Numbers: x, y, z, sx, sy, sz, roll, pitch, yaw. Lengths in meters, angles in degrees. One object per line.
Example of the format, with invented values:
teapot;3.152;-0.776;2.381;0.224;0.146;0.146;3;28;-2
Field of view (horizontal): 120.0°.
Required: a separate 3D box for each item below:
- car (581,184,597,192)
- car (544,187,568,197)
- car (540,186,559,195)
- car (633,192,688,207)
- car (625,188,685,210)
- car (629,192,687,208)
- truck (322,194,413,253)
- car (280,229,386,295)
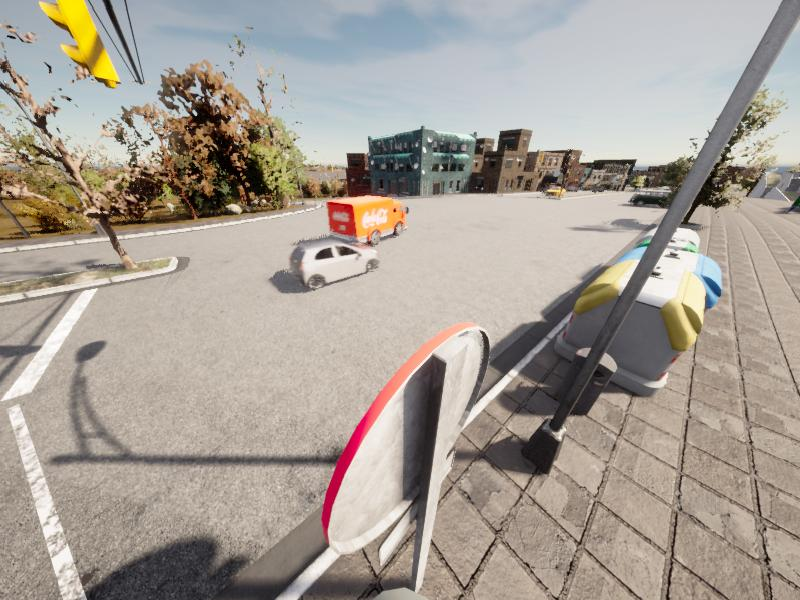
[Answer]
car;52.085;-30.914;63.663;3.866;1.878;1.905;-20;36;-35
car;29.044;-20.186;42.979;5.008;1.535;1.882;-21;36;-35
car;31.012;-22.813;47.898;3.633;1.501;1.845;-21;36;-35
car;36.754;-14.328;32.812;4.674;1.452;2.002;17;33;25
car;32.099;-12.864;29.311;4.442;1.987;1.878;17;33;25
car;34.472;-13.468;31.109;4.674;1.452;2.002;17;32;25
truck;-1.749;-5.085;14.574;2.627;2.467;5.204;20;34;30
car;-2.604;-1.745;9.587;3.633;1.501;1.845;-22;37;-34
